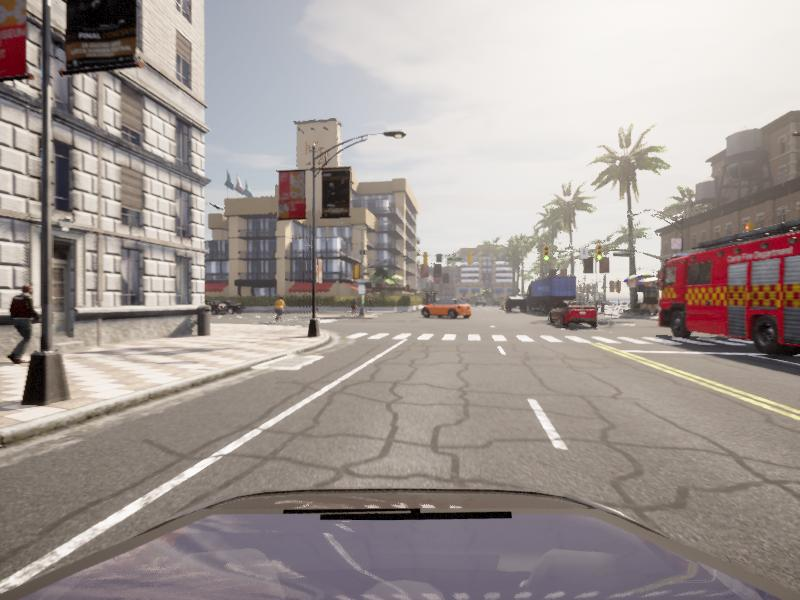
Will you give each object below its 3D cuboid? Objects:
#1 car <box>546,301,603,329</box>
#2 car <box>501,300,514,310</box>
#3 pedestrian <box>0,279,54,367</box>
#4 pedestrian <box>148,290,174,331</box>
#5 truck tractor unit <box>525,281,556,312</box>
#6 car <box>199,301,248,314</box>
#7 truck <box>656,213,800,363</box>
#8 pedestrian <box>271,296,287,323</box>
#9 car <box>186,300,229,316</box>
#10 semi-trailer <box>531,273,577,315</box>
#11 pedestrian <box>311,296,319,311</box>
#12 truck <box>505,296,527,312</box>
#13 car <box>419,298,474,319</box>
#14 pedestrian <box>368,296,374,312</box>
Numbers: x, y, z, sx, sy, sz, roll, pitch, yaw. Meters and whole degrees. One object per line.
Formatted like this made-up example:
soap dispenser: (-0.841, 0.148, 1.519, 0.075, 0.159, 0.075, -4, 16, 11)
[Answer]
car: (10.475, 0.828, 24.365, 2.007, 1.525, 4.514, 0, 0, 8)
car: (18.605, 0.798, 69.515, 1.801, 1.575, 5.366, 0, 0, 10)
pedestrian: (-8.397, 0.484, 8.908, 0.751, 1.860, 0.751, 0, 0, 11)
pedestrian: (-11.029, 0.483, 18.446, 0.751, 1.860, 0.751, 0, 0, 27)
truck tractor unit: (19.989, -0.524, 57.246, 3.053, 4.208, 6.516, 0, 0, 10)
car: (-20.020, 0.840, 45.410, 4.892, 1.490, 1.837, 0, 0, 10)
truck: (12.284, -0.320, 13.682, 2.891, 3.827, 8.468, 0, 0, 10)
pedestrian: (-8.304, 0.635, 27.517, 0.751, 1.860, 0.751, 0, 0, 16)
car: (-20.121, 0.810, 41.878, 3.705, 1.549, 1.789, 0, 0, 10)
semi-trailer: (18.611, -0.620, 49.453, 2.717, 4.402, 14.254, 0, 0, 10)
pedestrian: (-10.843, 0.481, 51.190, 0.751, 1.860, 0.751, 0, 0, 9)
truck: (16.264, 0.540, 56.279, 2.390, 2.098, 6.274, 0, 0, 10)
car: (4.018, 0.693, 35.413, 2.097, 1.767, 4.553, 0, 0, -44)
pedestrian: (-3.495, 0.481, 48.621, 0.751, 1.860, 0.751, 0, 0, -6)
